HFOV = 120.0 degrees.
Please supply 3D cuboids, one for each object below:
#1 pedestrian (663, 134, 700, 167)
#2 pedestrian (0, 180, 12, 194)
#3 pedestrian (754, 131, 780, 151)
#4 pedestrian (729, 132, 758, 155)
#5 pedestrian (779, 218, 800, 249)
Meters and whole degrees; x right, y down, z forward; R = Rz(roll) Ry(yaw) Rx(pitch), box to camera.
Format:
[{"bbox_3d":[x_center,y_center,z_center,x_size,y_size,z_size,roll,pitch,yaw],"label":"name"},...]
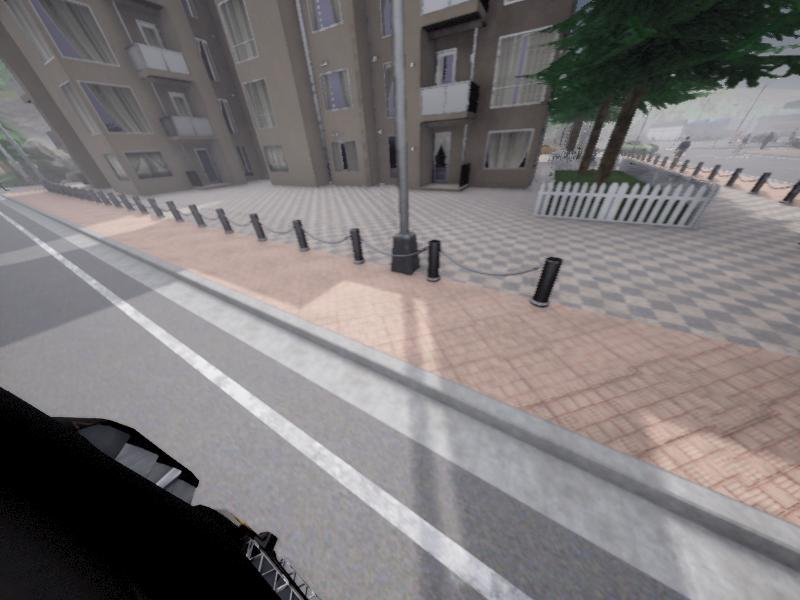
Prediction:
[{"bbox_3d":[19.472,-10.340,16.025,0.751,1.860,0.751,15,38,25],"label":"pedestrian"},{"bbox_3d":[-33.669,-9.829,19.078,0.751,1.860,0.751,16,38,26],"label":"pedestrian"},{"bbox_3d":[40.896,-17.741,25.796,0.751,1.860,0.751,-27,41,-32],"label":"pedestrian"},{"bbox_3d":[34.616,-15.758,23.310,0.751,1.860,0.751,20,40,30],"label":"pedestrian"},{"bbox_3d":[8.193,-1.537,4.349,0.500,1.100,0.500,14,37,23],"label":"pedestrian"}]
